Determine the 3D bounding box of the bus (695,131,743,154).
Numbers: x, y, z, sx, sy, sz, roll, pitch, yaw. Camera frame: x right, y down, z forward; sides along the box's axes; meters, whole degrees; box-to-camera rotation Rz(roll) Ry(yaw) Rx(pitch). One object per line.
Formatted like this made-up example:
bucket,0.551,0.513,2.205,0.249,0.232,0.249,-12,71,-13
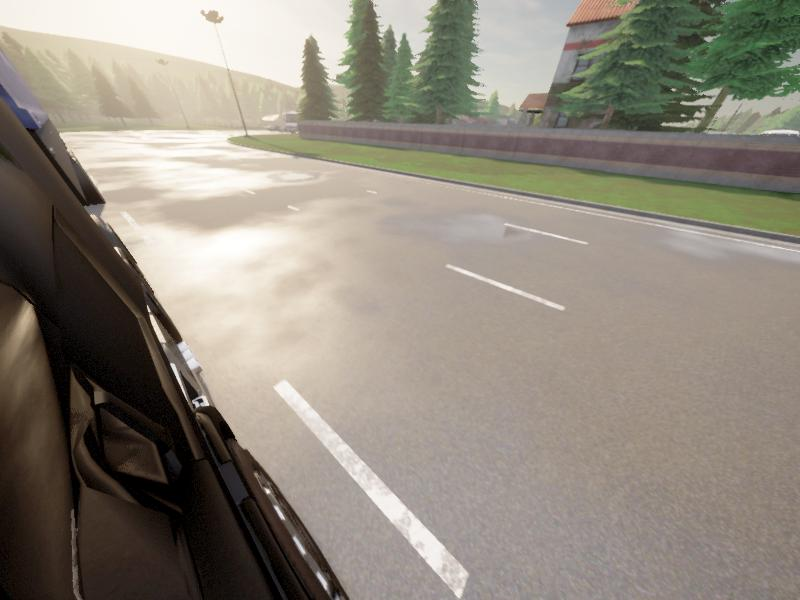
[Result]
bus,78.566,-39.034,57.296,3.944,4.253,10.273,27,43,29

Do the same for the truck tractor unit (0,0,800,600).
truck tractor unit,-2.645,-0.295,0.352,6.516,4.208,3.053,28,44,30

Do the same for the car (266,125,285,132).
car,-32.984,-45.592,61.336,1.816,1.474,4.193,14,38,14

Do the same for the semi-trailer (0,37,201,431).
semi-trailer,-8.667,-3.631,4.251,14.254,4.402,2.717,29,44,30

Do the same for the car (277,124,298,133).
car,-29.550,-45.072,60.721,2.033,1.649,4.856,14,38,14

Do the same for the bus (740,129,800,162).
bus,65.283,-27.216,40.641,10.273,4.253,3.944,-28,46,-34

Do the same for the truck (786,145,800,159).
truck,88.471,-32.169,50.225,2.627,2.467,5.204,27,43,29

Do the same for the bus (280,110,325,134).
bus,-23.465,-43.482,56.793,3.944,4.253,10.273,14,38,14
